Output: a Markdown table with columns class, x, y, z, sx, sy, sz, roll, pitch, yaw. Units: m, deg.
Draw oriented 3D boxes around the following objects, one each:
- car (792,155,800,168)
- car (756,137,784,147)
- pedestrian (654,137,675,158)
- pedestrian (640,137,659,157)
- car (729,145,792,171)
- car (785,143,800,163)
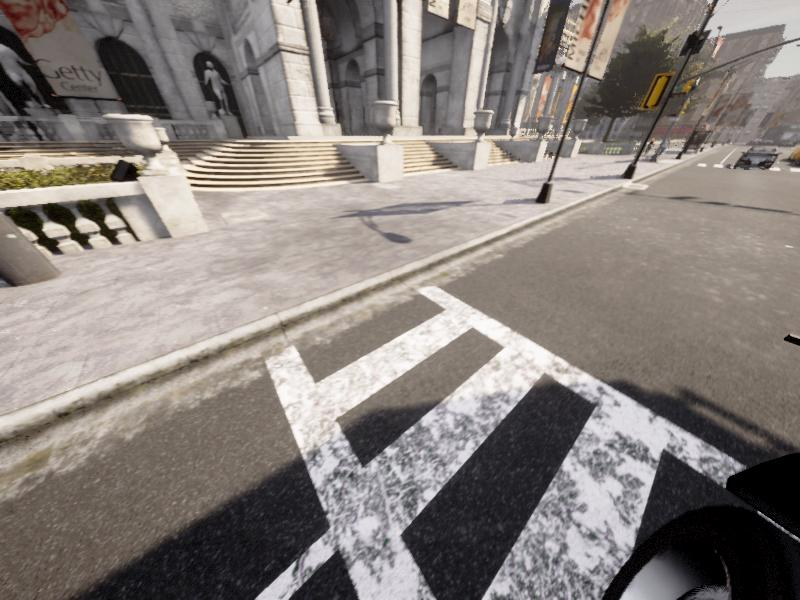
| class | x | y | z | sx | sy | sz | roll | pitch | yaw |
| --- | --- | --- | --- | --- | --- | --- | --- | --- | --- |
| car | 35.771 | -12.104 | 19.569 | 4.181 | 1.385 | 1.994 | -25 | 42 | -31 |
| car | 84.946 | -36.362 | 53.046 | 4.605 | 1.855 | 1.932 | -13 | 37 | -19 |
| pedestrian | 29.685 | -17.145 | 25.954 | 0.751 | 1.860 | 0.751 | 21 | 40 | 27 |
| pedestrian | 28.815 | -17.696 | 26.732 | 0.751 | 1.860 | 0.751 | 28 | 44 | 34 |
| car | 29.148 | -11.645 | 18.830 | 4.902 | 1.511 | 2.128 | -25 | 42 | -31 |
| car | 41.345 | -14.832 | 23.236 | 5.008 | 1.535 | 1.882 | -26 | 43 | -31 |
